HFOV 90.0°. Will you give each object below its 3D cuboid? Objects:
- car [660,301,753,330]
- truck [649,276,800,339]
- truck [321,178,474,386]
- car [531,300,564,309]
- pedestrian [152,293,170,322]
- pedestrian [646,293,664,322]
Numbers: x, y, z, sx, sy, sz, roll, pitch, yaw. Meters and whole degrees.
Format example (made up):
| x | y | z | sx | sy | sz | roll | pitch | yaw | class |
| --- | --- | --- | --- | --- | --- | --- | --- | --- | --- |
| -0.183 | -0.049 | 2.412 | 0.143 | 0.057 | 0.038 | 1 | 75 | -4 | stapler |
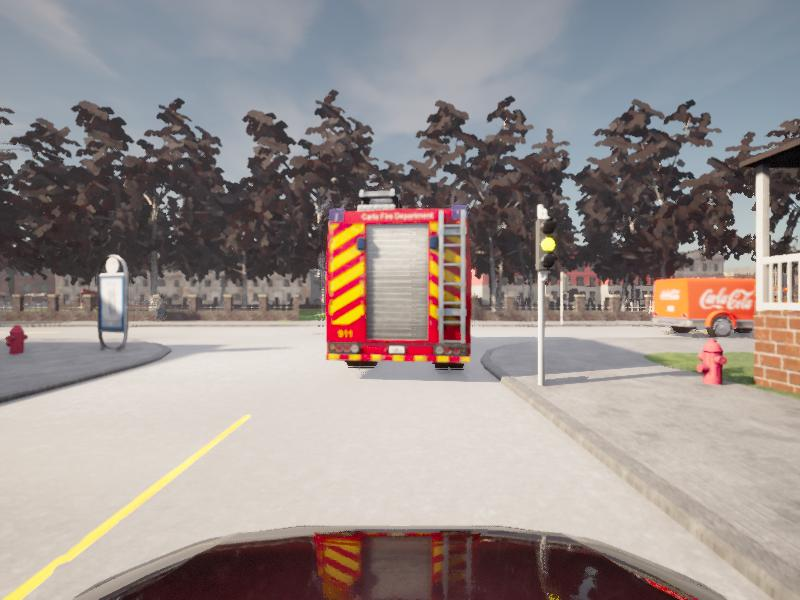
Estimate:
| x | y | z | sx | sy | sz | roll | pitch | yaw | class |
| --- | --- | --- | --- | --- | --- | --- | --- | --- | --- |
| 16.457 | 0.797 | 21.590 | 3.633 | 1.501 | 1.845 | 0 | 0 | -2 | car |
| 14.300 | 0.318 | 17.440 | 5.204 | 2.467 | 2.627 | 1 | 0 | 0 | truck |
| 0.439 | -0.338 | 11.750 | 2.891 | 3.827 | 8.468 | 0 | 0 | 7 | truck |
| 24.551 | 0.753 | 66.763 | 4.892 | 1.490 | 1.837 | 0 | 0 | -1 | car |
| -15.922 | 0.497 | 26.613 | 0.751 | 1.860 | 0.751 | 0 | 0 | 0 | pedestrian |
| 17.077 | 0.496 | 26.779 | 0.751 | 1.860 | 0.751 | 0 | 0 | 0 | pedestrian |
